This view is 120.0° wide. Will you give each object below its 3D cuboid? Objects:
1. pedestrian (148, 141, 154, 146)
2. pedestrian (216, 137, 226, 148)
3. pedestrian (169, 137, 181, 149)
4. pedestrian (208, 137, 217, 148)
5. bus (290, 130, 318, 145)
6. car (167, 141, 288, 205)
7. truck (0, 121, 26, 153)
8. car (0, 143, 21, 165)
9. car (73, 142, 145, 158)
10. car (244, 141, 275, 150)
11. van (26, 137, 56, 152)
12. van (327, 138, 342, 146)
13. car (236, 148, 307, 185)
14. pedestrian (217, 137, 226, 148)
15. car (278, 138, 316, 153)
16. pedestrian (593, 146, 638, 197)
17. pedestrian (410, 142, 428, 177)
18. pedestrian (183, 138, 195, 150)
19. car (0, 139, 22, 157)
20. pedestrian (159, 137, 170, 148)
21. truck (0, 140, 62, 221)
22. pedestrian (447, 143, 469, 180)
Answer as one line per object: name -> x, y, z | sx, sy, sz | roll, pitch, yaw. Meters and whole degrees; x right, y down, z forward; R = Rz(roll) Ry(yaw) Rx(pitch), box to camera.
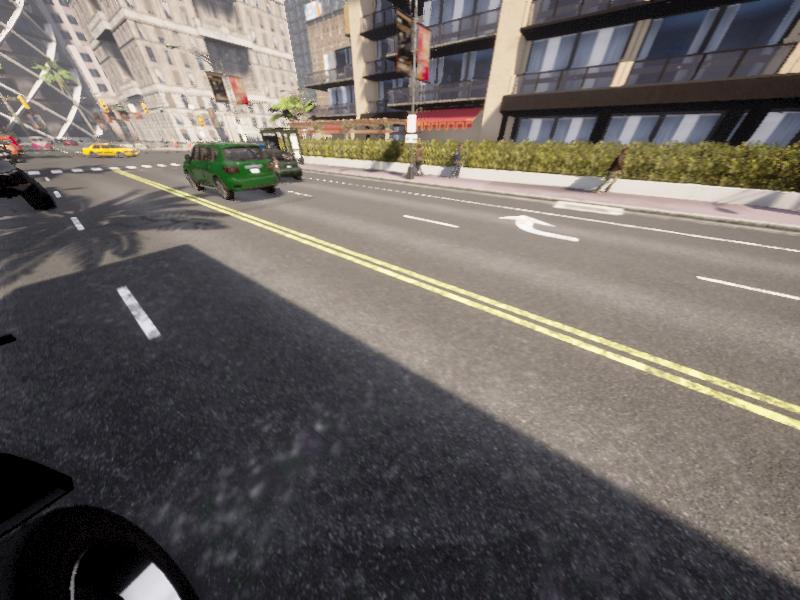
pedestrian -> -59.426, -37.429, 55.201 | 0.500, 1.100, 0.500 | 23, 41, 29
pedestrian -> -37.415, -32.788, 48.215 | 0.751, 1.860, 0.751 | 16, 38, 21
pedestrian -> -44.054, -30.776, 45.264 | 0.751, 1.860, 0.751 | 17, 38, 22
pedestrian -> -39.919, -33.503, 49.200 | 0.751, 1.860, 0.751 | 21, 40, 27
bus -> -35.627, -60.296, 85.636 | 10.273, 4.253, 3.944 | 23, 41, 29
car -> -8.043, -6.114, 10.751 | 5.566, 2.045, 2.150 | 23, 41, 29
truck -> -60.840, -24.645, 34.913 | 8.468, 3.827, 2.891 | 23, 41, 29
car -> -37.074, -13.443, 21.244 | 3.705, 1.549, 1.789 | 23, 41, 29
car -> -34.952, -18.096, 27.875 | 5.366, 1.575, 1.801 | -3, 35, -4
car -> -29.441, -32.572, 48.596 | 1.882, 1.535, 5.008 | 23, 41, 29
van -> -57.355, -24.896, 36.916 | 4.442, 1.987, 1.775 | 23, 41, 29
van -> -21.024, -50.523, 73.834 | 4.480, 2.038, 2.069 | 26, 42, 32
car -> -7.991, -8.419, 14.417 | 3.988, 1.617, 1.851 | 23, 41, 29
pedestrian -> -39.523, -34.798, 51.049 | 0.751, 1.860, 0.751 | 23, 41, 28
car -> -17.917, -27.144, 40.572 | 2.150, 2.045, 5.566 | 23, 41, 28
pedestrian -> 9.452, -5.679, 10.213 | 0.751, 1.860, 0.751 | 22, 41, 28
pedestrian -> 1.238, -9.085, 14.957 | 0.751, 1.860, 0.751 | -28, 44, -34
pedestrian -> -39.804, -29.400, 43.623 | 0.751, 1.860, 0.751 | 21, 40, 27
car -> -49.721, -19.009, 28.797 | 4.553, 1.767, 2.097 | 23, 41, 29
pedestrian -> -48.545, -32.441, 47.577 | 0.751, 1.860, 0.751 | 21, 40, 26
truck -> -15.332, -4.393, 8.162 | 6.274, 2.098, 2.390 | 20, 40, 26
pedestrian -> 3.493, -8.395, 14.004 | 0.751, 1.860, 0.751 | 23, 41, 28
